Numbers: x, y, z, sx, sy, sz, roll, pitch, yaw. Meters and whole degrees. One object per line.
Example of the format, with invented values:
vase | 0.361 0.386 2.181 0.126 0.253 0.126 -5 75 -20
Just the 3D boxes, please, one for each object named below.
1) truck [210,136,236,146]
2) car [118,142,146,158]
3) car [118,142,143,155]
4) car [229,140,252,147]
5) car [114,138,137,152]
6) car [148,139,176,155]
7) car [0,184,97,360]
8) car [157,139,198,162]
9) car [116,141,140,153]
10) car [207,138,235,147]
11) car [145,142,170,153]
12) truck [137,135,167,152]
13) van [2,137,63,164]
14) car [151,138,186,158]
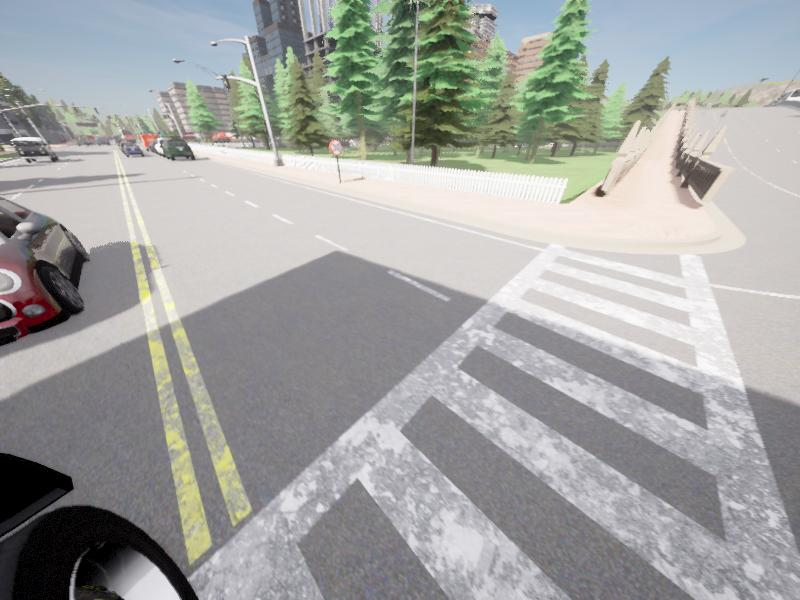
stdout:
truck | -51.848 -46.606 67.786 2.627 2.467 5.204 28 43 34
car | -34.997 -19.619 30.175 3.705 1.549 1.789 30 44 35
car | -39.510 -22.151 33.803 4.193 1.474 1.816 30 44 35
car | -45.135 -44.402 65.588 2.163 1.488 4.792 28 44 34
car | -49.520 -28.013 41.694 4.605 1.855 1.932 30 44 35
car | -36.046 -23.155 34.941 4.605 1.855 1.932 30 44 35
car | -6.444 -0.538 3.344 3.806 1.475 1.970 30 44 35
car | -25.653 -17.317 26.590 5.566 2.045 2.150 29 44 35
car | -44.493 -25.030 37.758 5.366 1.575 1.801 30 44 35
car | -50.359 -44.403 65.013 2.150 2.045 5.566 28 44 34
car | -40.709 -25.643 38.782 4.792 1.488 2.163 30 44 35
truck | -45.257 -28.638 42.138 5.204 2.467 2.627 30 44 35
van | -36.291 -14.941 23.030 4.480 2.038 2.069 30 44 35
car | -30.870 -20.280 30.755 5.566 2.045 2.150 30 44 35
